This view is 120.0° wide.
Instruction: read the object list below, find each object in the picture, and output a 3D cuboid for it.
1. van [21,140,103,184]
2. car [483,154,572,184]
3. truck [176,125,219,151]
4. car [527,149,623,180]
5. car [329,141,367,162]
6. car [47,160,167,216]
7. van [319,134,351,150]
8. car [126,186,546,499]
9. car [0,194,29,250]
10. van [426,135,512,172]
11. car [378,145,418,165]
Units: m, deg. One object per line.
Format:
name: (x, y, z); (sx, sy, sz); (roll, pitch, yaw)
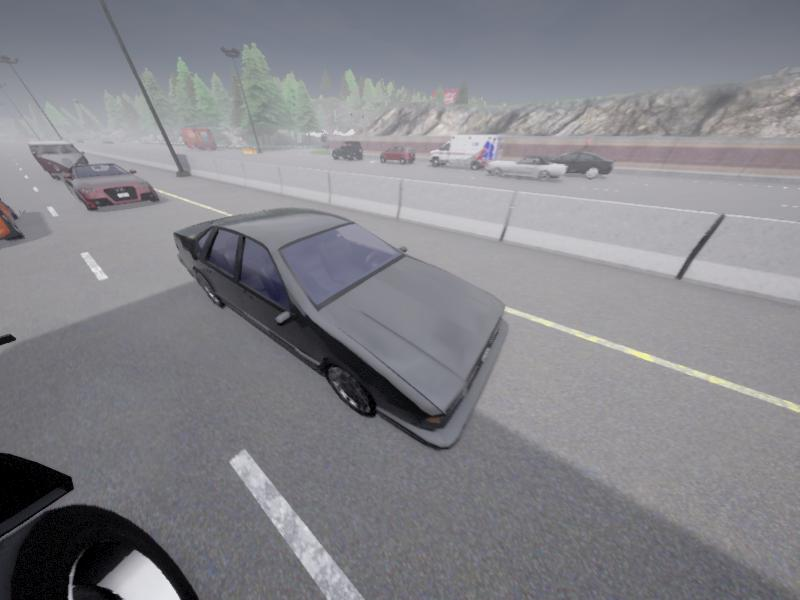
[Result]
van: (-20.782, -8.594, 14.212); (4.442, 1.987, 1.775); (22, 41, 28)
car: (8.306, -8.768, 15.293); (4.718, 1.301, 1.895); (22, 41, 28)
truck: (-39.520, -31.603, 45.117); (8.468, 3.827, 2.891); (24, 42, 30)
car: (12.224, -9.738, 16.491); (5.008, 1.535, 1.882); (22, 41, 28)
car: (-6.000, -17.303, 26.774); (3.866, 1.878, 1.905); (22, 41, 28)
car: (-11.598, -4.601, 9.158); (4.181, 1.385, 1.994); (22, 41, 28)
van: (-12.871, -31.682, 46.221); (1.988, 2.561, 5.915); (22, 41, 28)
car: (-1.319, -0.425, 3.291); (5.357, 1.411, 2.033); (22, 41, 28)
car: (-11.696, -2.352, 5.597); (4.553, 1.767, 2.097); (22, 41, 28)
van: (5.725, -12.749, 19.939); (6.366, 2.431, 2.351); (22, 41, 28)
car: (-0.249, -14.823, 23.593); (3.705, 1.549, 1.789); (22, 41, 28)
